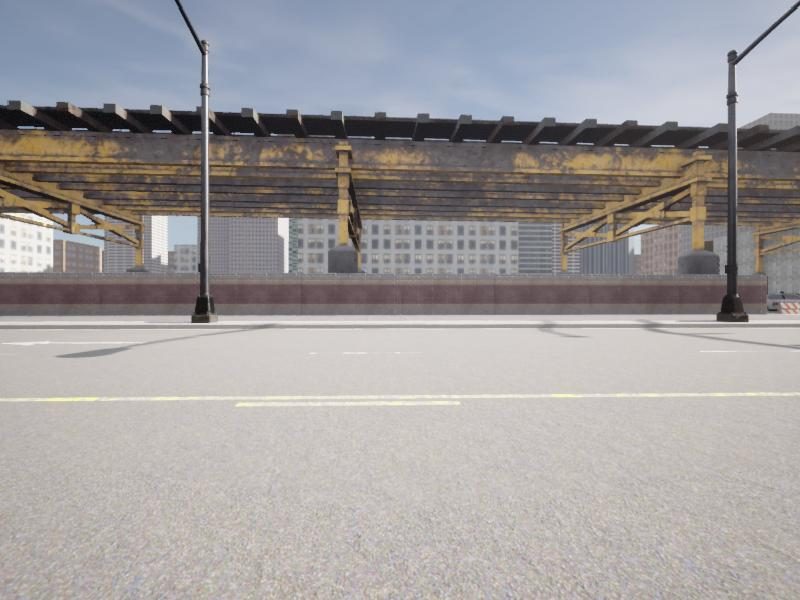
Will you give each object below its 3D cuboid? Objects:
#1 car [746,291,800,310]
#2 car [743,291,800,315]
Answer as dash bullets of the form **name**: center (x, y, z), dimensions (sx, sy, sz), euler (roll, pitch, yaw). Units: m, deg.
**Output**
- **car**: center (26.964, 0.038, 27.700), dimensions (4.536, 1.218, 1.853), euler (0, 0, 42)
- **car**: center (27.003, 0.196, 27.666), dimensions (4.974, 1.542, 2.038), euler (0, 0, 42)
